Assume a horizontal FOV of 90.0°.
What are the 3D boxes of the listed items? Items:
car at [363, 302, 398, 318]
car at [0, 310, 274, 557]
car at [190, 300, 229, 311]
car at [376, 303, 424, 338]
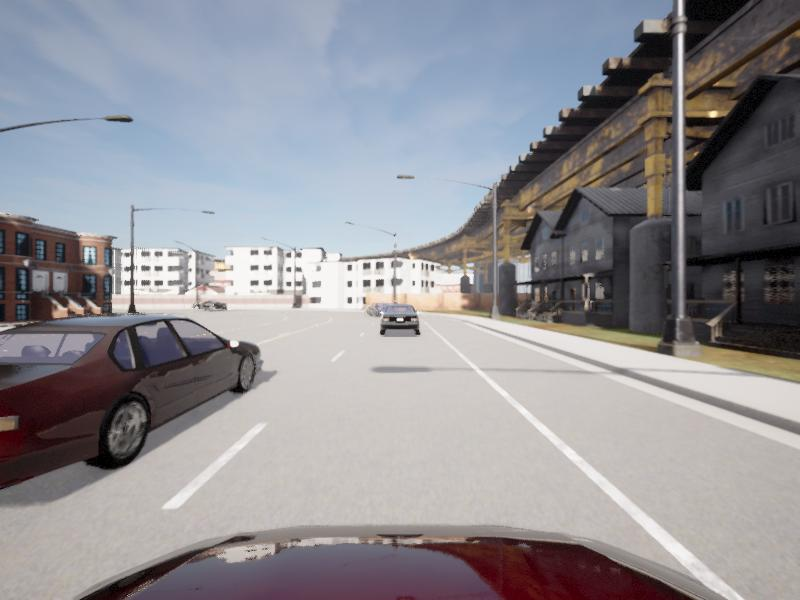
[{"bbox_3d":[-2.020,0.897,39.261,2.033,1.411,5.357,0,0,-18],"label":"car"},{"bbox_3d":[-3.498,0.895,5.169,2.033,1.411,5.357,0,0,0],"label":"car"},{"bbox_3d":[-28.099,0.774,59.045,5.238,1.638,1.930,0,0,16],"label":"car"},{"bbox_3d":[0.002,0.896,19.740,2.033,1.411,5.357,0,0,0],"label":"car"}]
